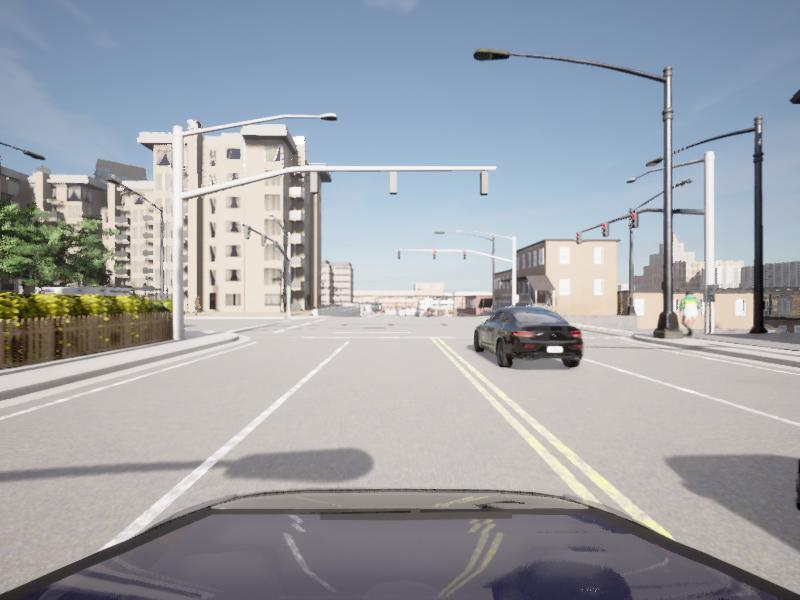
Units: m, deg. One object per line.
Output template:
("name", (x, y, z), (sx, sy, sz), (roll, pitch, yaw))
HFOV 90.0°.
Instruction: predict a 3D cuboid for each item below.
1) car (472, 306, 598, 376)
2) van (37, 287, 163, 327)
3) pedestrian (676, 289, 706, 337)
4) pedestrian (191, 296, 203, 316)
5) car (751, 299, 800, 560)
("car", (3.294, 0.900, 10.876), (1.812, 1.442, 4.674), (0, 0, -1))
("van", (-19.217, 0.445, 25.893), (6.366, 2.431, 2.351), (0, 0, 0))
("pedestrian", (11.691, 0.508, 16.115), (0.751, 1.860, 0.751), (0, 0, 14))
("pedestrian", (-18.858, 0.583, 37.134), (0.751, 1.860, 0.751), (0, 0, 5))
("car", (3.417, 0.792, 0.827), (1.851, 1.617, 3.988), (0, 0, -1))
